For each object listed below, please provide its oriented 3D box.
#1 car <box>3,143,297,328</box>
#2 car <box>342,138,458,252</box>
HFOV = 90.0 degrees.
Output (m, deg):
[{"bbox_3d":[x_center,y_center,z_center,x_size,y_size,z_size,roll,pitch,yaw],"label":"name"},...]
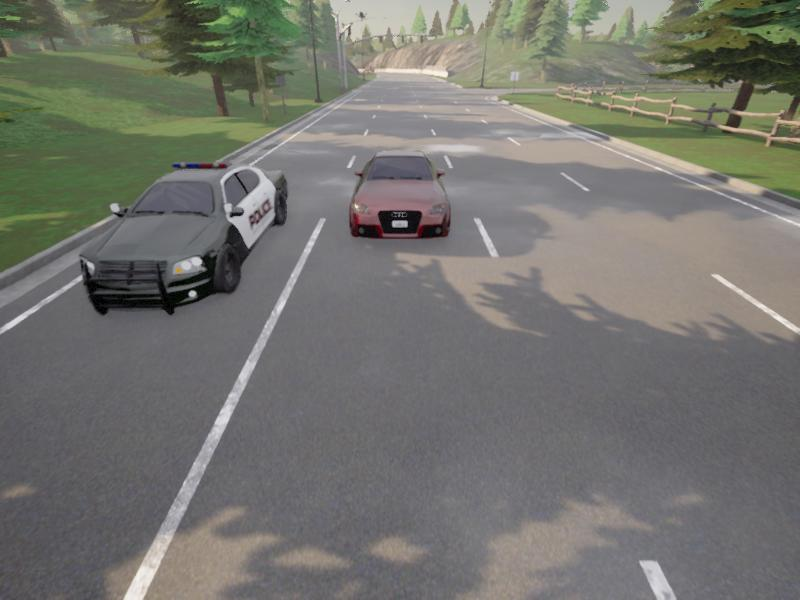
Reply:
[{"bbox_3d":[-3.502,-1.545,7.090,2.038,1.542,4.974,0,30,0],"label":"car"},{"bbox_3d":[-0.001,-2.560,8.980,1.994,1.385,4.181,0,30,0],"label":"car"}]
